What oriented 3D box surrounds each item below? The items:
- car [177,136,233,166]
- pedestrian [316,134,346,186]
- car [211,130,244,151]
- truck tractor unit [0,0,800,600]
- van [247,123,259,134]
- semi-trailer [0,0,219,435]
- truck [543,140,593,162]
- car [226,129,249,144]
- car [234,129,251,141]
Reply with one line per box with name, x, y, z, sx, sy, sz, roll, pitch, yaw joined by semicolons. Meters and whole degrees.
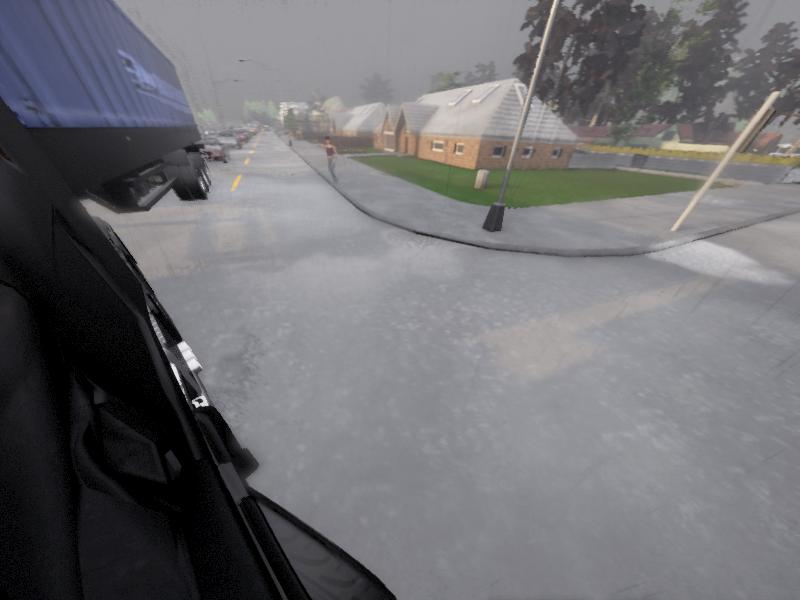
car;-12.950;-10.188;15.670;1.994;1.385;4.181;-13;39;-21
pedestrian;-3.027;-6.192;10.268;0.751;1.860;0.751;20;39;22
car;-17.974;-16.804;24.288;2.007;1.525;4.514;-13;39;-21
truck tractor unit;-2.645;-0.295;0.352;6.516;4.208;3.053;28;44;30
van;-46.136;-53.895;72.569;2.351;2.431;6.366;-13;39;-21
semi-trailer;-7.101;-4.313;5.391;2.717;4.402;14.254;-17;41;-25
truck;21.572;-19.276;29.903;2.069;2.038;4.478;-13;39;-21
car;-22.743;-23.018;32.503;2.007;1.525;4.514;-13;39;-21
car;-26.569;-27.982;39.109;1.816;1.474;4.193;-13;39;-21
